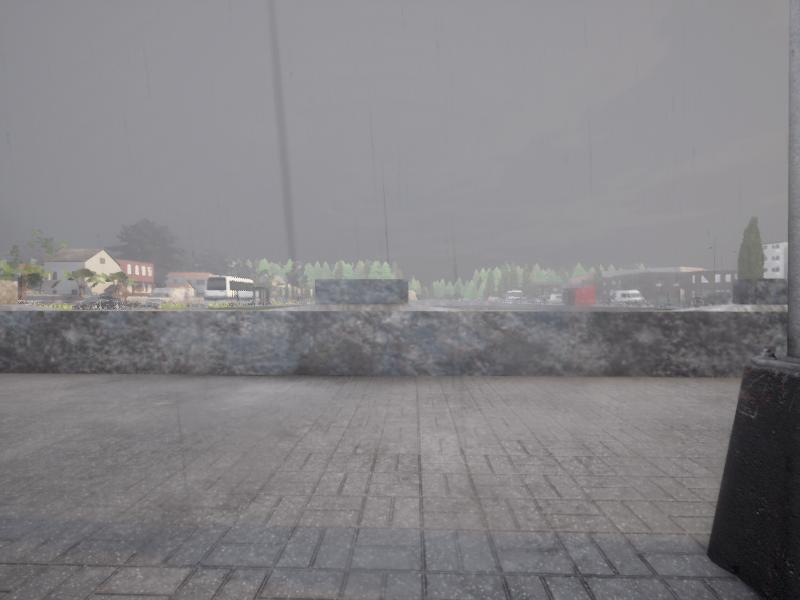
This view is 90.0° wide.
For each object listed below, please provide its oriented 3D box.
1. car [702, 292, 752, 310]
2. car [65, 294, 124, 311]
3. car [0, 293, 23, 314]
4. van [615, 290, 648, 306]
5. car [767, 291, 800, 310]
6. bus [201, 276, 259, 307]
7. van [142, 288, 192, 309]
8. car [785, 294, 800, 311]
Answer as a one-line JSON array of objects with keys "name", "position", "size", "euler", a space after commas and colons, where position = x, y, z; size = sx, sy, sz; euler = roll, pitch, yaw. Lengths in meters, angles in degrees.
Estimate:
[{"name": "car", "position": [36.702, 0.045, 45.089], "size": [1.932, 1.855, 4.605], "euler": [0, 1, 2]}, {"name": "car", "position": [-29.267, 0.246, 38.598], "size": [1.837, 1.490, 4.892], "euler": [0, 0, 2]}, {"name": "car", "position": [-29.611, 0.253, 28.432], "size": [1.970, 1.475, 3.806], "euler": [0, 0, 2]}, {"name": "van", "position": [37.355, -0.289, 64.755], "size": [1.988, 2.561, 5.915], "euler": [0, 0, 2]}, {"name": "car", "position": [40.577, 0.046, 41.293], "size": [1.905, 1.878, 3.866], "euler": [0, 0, 2]}, {"name": "bus", "position": [-24.700, -1.134, 58.916], "size": [3.944, 4.253, 10.273], "euler": [0, 0, 2]}, {"name": "van", "position": [-28.888, -0.222, 49.872], "size": [2.351, 2.431, 6.366], "euler": [0, 0, 2]}, {"name": "car", "position": [36.340, 0.205, 34.242], "size": [1.801, 1.575, 5.366], "euler": [0, 0, 2]}]
